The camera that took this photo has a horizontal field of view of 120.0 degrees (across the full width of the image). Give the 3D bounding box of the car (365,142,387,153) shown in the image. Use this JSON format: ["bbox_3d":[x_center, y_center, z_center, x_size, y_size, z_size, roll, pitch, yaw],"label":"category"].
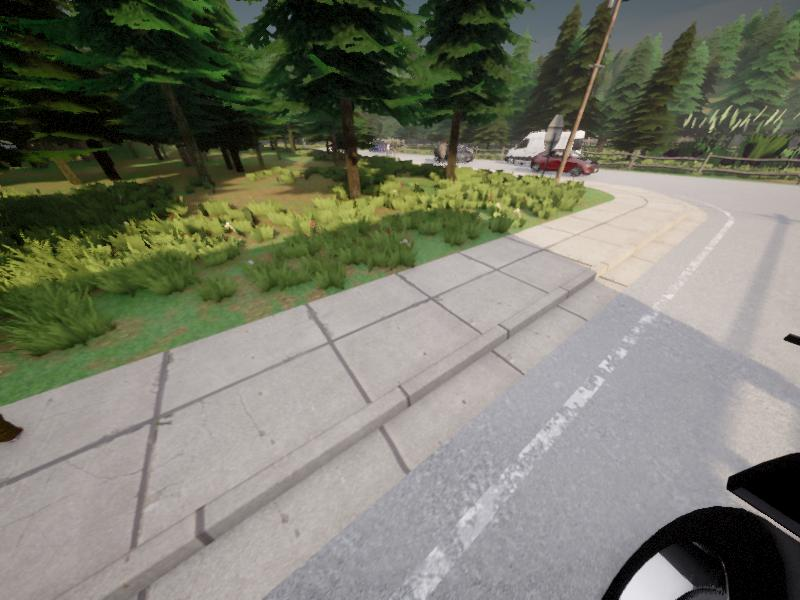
[{"bbox_3d":[-4.221,-26.747,40.547,1.816,1.474,4.193,-21,40,-27],"label":"car"}]

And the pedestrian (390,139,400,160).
[{"bbox_3d":[-0.586,-16.507,25.351,0.751,1.860,0.751,-28,43,-33],"label":"pedestrian"}]

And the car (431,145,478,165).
[{"bbox_3d":[5.400,-14.909,23.627,2.007,1.525,4.514,-20,40,-26],"label":"car"}]

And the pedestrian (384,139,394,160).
[{"bbox_3d":[-1.261,-16.829,25.815,0.751,1.860,0.751,26,43,32],"label":"pedestrian"}]

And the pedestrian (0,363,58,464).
[{"bbox_3d":[-3.310,0.734,1.631,0.500,1.100,0.500,29,45,35],"label":"pedestrian"}]

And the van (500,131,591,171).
[{"bbox_3d":[12.136,-12.994,19.982,1.988,2.561,5.915,-20,40,-26],"label":"van"}]

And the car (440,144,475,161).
[{"bbox_3d":[6.669,-17.492,27.283,1.845,1.501,3.633,-22,41,-27],"label":"car"}]

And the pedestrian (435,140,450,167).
[{"bbox_3d":[3.530,-12.157,19.141,0.751,1.860,0.751,-18,39,-23],"label":"pedestrian"}]

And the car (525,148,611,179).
[{"bbox_3d":[11.368,-9.529,15.995,1.816,1.474,4.193,-20,40,-25],"label":"car"}]
